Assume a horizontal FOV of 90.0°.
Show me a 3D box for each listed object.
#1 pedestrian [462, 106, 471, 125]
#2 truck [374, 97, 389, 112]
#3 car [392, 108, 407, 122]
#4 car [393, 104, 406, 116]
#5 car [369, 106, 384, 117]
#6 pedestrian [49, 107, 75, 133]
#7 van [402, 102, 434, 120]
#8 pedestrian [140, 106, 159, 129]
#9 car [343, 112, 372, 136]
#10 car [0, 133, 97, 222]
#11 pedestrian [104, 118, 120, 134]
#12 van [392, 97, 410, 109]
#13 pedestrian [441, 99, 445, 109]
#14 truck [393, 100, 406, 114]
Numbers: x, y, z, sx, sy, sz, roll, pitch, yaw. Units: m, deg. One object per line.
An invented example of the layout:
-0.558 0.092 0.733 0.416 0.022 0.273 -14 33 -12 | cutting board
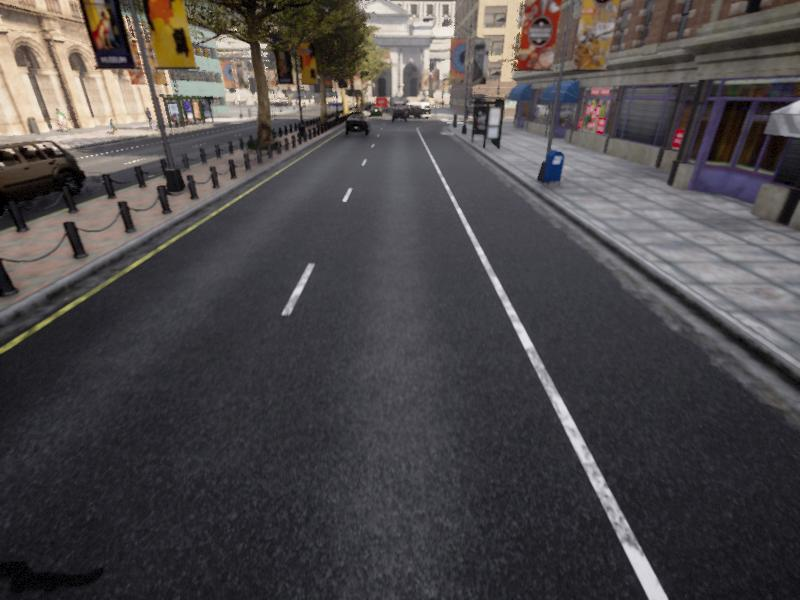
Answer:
7.461 -20.733 44.931 0.751 1.860 0.751 0 27 0 | pedestrian
-3.621 -39.097 79.980 2.627 2.467 5.204 0 27 0 | truck
-0.077 -23.368 50.462 1.837 1.490 4.892 0 27 0 | car
-0.099 -30.871 64.905 1.930 1.638 5.238 0 27 0 | car
-3.595 -29.201 61.903 1.970 1.475 3.806 0 27 0 | car
-27.427 -14.626 32.484 0.751 1.860 0.751 3 27 5 | pedestrian
2.426 -26.579 56.132 2.069 2.038 4.480 -20 33 -34 | van
-22.540 -16.421 36.009 0.751 1.860 0.751 1 27 2 | pedestrian
-3.555 -15.269 34.518 1.930 1.638 5.238 0 27 0 | car
-11.517 -3.587 11.469 1.932 1.855 4.605 0 27 0 | car
-22.662 -13.675 31.495 0.500 1.100 0.500 6 28 11 | pedestrian
0.288 -46.651 94.747 2.351 2.431 6.366 10 29 18 | van
9.900 -44.882 91.611 0.751 1.860 0.751 5 28 9 | pedestrian
-0.110 -35.086 72.600 2.390 2.098 6.274 0 27 0 | truck
